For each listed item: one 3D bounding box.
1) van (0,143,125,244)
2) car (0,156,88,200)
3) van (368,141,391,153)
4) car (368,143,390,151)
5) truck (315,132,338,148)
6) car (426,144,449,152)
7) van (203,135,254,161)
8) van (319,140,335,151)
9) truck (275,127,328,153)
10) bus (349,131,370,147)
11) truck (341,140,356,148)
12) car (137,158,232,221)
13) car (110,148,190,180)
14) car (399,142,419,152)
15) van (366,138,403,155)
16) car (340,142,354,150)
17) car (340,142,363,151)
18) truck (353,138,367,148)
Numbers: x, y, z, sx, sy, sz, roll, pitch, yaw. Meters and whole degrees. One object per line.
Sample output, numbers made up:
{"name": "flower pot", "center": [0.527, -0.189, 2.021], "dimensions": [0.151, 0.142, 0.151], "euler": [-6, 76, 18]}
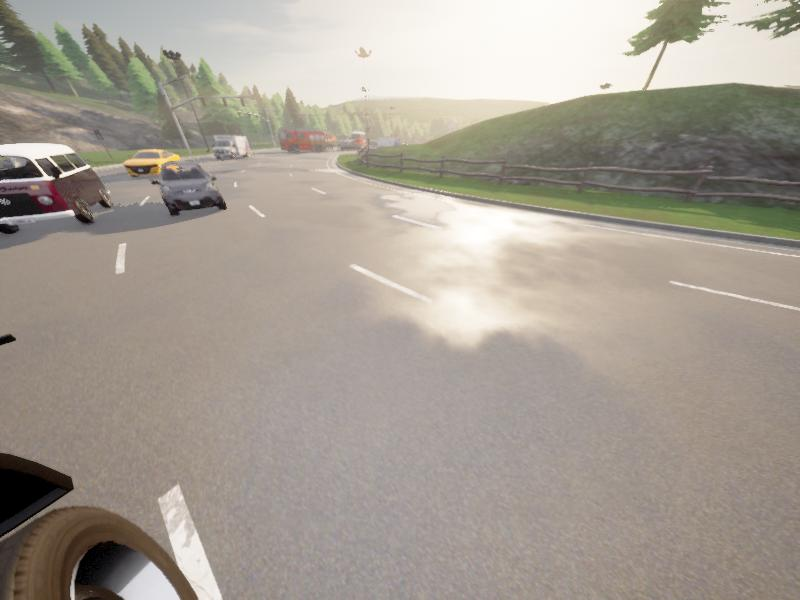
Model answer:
{"name": "van", "center": [-10.960, -3.506, 7.048], "dimensions": [2.069, 2.038, 4.480], "euler": [-22, 41, -29]}
{"name": "car", "center": [-17.741, -5.868, 10.916], "dimensions": [1.994, 1.385, 4.181], "euler": [-17, 38, -23]}
{"name": "van", "center": [-4.143, -31.919, 48.097], "dimensions": [4.442, 1.987, 1.775], "euler": [3, 35, 4]}
{"name": "car", "center": [-4.910, -35.780, 54.081], "dimensions": [4.792, 1.488, 2.163], "euler": [2, 35, 2]}
{"name": "truck", "center": [-22.275, -48.917, 70.619], "dimensions": [2.891, 3.827, 8.468], "euler": [5, 35, 6]}
{"name": "car", "center": [8.486, -34.845, 52.930], "dimensions": [4.974, 1.542, 2.038], "euler": [5, 35, 6]}
{"name": "van", "center": [-21.500, -19.441, 29.449], "dimensions": [2.351, 2.431, 6.366], "euler": [-4, 35, -7]}
{"name": "van", "center": [-16.926, -36.201, 53.985], "dimensions": [2.069, 2.038, 4.480], "euler": [1, 34, 1]}
{"name": "truck", "center": [-18.703, -30.703, 44.479], "dimensions": [2.891, 3.827, 8.468], "euler": [27, 42, 33]}
{"name": "bus", "center": [-13.651, -54.922, 79.032], "dimensions": [3.944, 4.253, 10.273], "euler": [5, 35, 6]}
{"name": "truck", "center": [-15.463, -47.140, 69.695], "dimensions": [2.390, 2.098, 6.274], "euler": [5, 35, 6]}
{"name": "car", "center": [-8.016, -4.359, 8.776], "dimensions": [1.845, 1.501, 3.633], "euler": [-24, 42, -30]}
{"name": "car", "center": [-17.361, -9.799, 16.429], "dimensions": [1.882, 1.535, 5.008], "euler": [-12, 37, -17]}
{"name": "car", "center": [2.062, -35.504, 53.459], "dimensions": [4.605, 1.855, 1.932], "euler": [4, 35, 5]}
{"name": "van", "center": [-2.793, -27.964, 42.044], "dimensions": [6.366, 2.431, 2.351], "euler": [3, 35, 3]}
{"name": "car", "center": [-13.292, -38.674, 57.928], "dimensions": [2.242, 1.667, 4.611], "euler": [2, 35, 2]}
{"name": "car", "center": [-11.193, -35.401, 53.300], "dimensions": [5.027, 1.651, 2.152], "euler": [-7, 36, -11]}
{"name": "truck", "center": [-11.944, -47.165, 69.474], "dimensions": [2.627, 2.467, 5.204], "euler": [5, 35, 6]}
